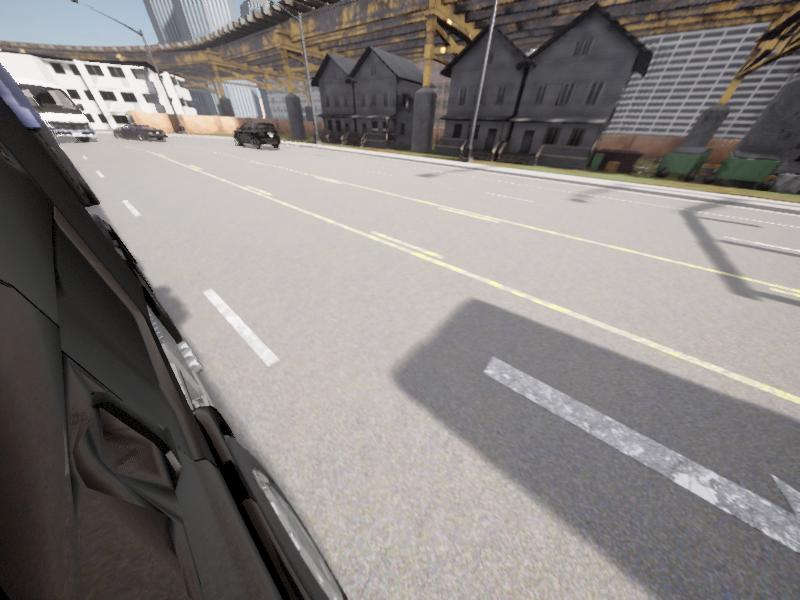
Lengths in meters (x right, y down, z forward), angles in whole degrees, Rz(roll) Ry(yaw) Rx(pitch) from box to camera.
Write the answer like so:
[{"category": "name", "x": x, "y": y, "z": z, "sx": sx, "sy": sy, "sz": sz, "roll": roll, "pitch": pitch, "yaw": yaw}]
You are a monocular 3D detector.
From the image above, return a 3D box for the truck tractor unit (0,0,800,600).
[{"category": "truck tractor unit", "x": -2.645, "y": -0.295, "z": 0.351, "sx": 6.516, "sy": 4.208, "sz": 3.053, "roll": 28, "pitch": 44, "yaw": 30}]

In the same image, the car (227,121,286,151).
[{"category": "car", "x": -14.116, "y": -16.159, "z": 22.676, "sx": 5.566, "sy": 2.045, "sz": 2.150, "roll": 25, "pitch": 42, "yaw": 27}]

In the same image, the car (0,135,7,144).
[{"category": "car", "x": -33.489, "y": -12.391, "z": 16.970, "sx": 5.357, "sy": 1.411, "sz": 2.033, "roll": 5, "pitch": 37, "yaw": 3}]

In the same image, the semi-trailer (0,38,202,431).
[{"category": "semi-trailer", "x": -8.740, "y": -3.573, "z": 4.193, "sx": 14.254, "sy": 4.402, "sz": 2.717, "roll": 28, "pitch": 43, "yaw": 29}]

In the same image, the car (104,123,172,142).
[{"category": "car", "x": -28.133, "y": -18.063, "z": 24.894, "sx": 5.357, "sy": 1.411, "sz": 2.033, "roll": 10, "pitch": 37, "yaw": 9}]

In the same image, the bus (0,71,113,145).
[{"category": "bus", "x": -32.171, "y": -15.669, "z": 19.055, "sx": 10.273, "sy": 4.253, "sz": 3.944, "roll": 4, "pitch": 36, "yaw": 2}]
